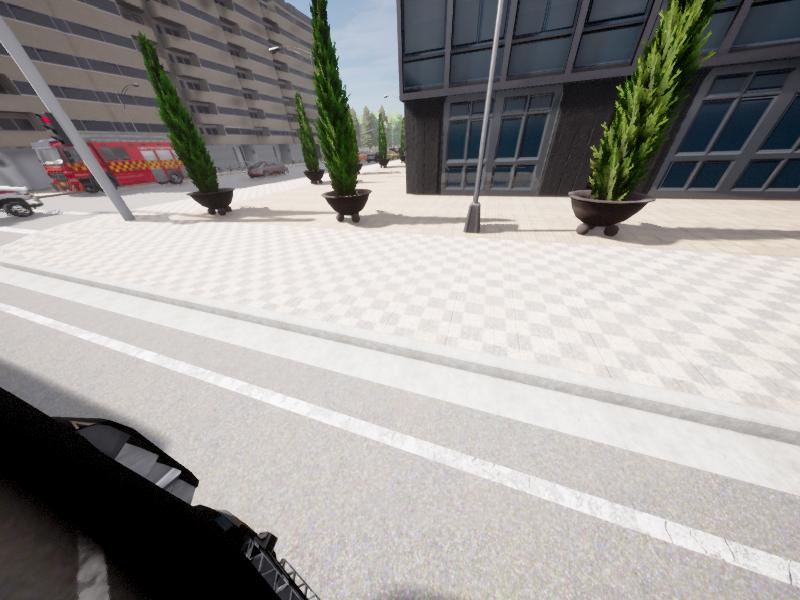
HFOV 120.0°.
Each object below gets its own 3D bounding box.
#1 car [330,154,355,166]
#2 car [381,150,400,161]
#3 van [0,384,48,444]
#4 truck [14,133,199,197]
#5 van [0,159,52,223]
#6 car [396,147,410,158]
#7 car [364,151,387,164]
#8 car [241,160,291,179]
[{"bbox_3d":[-8.943,-22.083,36.376,1.970,1.475,3.806,9,35,17],"label":"car"},{"bbox_3d":[-1.699,-28.041,44.679,1.801,1.575,5.366,9,35,17],"label":"car"},{"bbox_3d":[-6.108,0.532,1.813,4.442,1.987,1.775,9,35,17],"label":"van"},{"bbox_3d":[-23.210,-11.556,19.533,2.891,3.827,8.468,9,35,17],"label":"truck"},{"bbox_3d":[-20.409,-4.125,9.445,2.351,2.431,6.366,20,40,29],"label":"van"},{"bbox_3d":[0.769,-32.212,50.475,1.905,1.878,3.866,9,35,17],"label":"car"},{"bbox_3d":[-4.024,-24.214,39.156,2.007,1.525,4.514,9,35,17],"label":"car"},{"bbox_3d":[-13.962,-13.816,24.435,1.994,1.385,4.181,9,35,17],"label":"car"}]
